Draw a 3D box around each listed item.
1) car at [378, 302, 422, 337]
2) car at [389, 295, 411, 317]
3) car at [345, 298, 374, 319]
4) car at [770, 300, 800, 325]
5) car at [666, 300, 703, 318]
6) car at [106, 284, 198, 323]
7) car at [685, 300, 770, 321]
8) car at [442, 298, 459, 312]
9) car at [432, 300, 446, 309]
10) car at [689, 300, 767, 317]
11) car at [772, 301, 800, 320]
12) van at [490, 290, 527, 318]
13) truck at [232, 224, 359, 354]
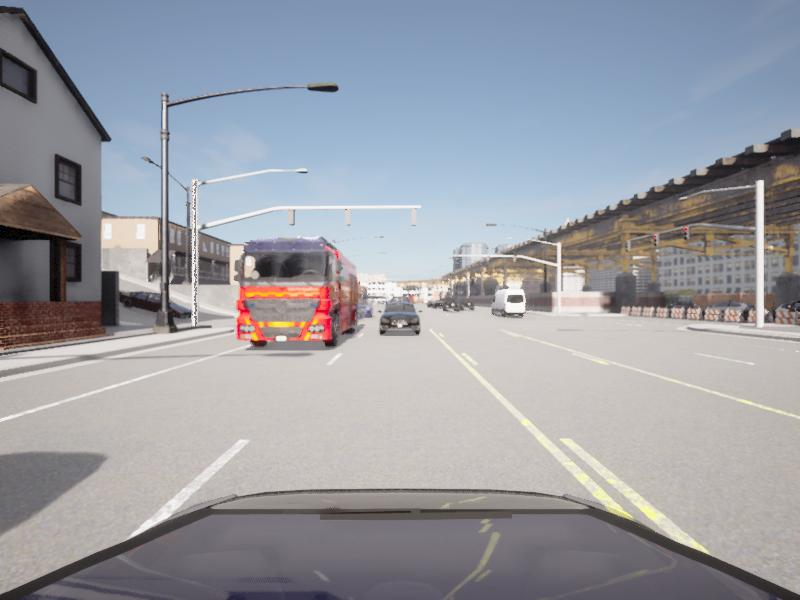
[{"bbox_3d":[0.001,0.854,19.401,1.837,1.490,4.892,0,-1,0],"label":"car"},{"bbox_3d":[-0.001,0.585,40.898,2.150,2.045,5.566,0,0,0],"label":"car"},{"bbox_3d":[-3.503,0.713,35.585,2.097,1.767,4.553,0,0,0],"label":"car"},{"bbox_3d":[27.234,0.807,27.121,2.038,1.542,4.974,0,0,29],"label":"car"},{"bbox_3d":[26.433,0.811,37.096,2.038,1.542,4.974,0,0,44],"label":"car"},{"bbox_3d":[-18.255,0.231,29.653,5.357,1.411,2.033,15,0,-2],"label":"car"},{"bbox_3d":[26.444,0.809,32.488,2.038,1.542,4.974,0,0,-36],"label":"car"},{"bbox_3d":[7.000,0.668,55.412,1.905,1.878,3.866,0,0,0],"label":"car"},{"bbox_3d":[6.999,0.799,72.031,1.930,1.638,5.238,0,0,0],"label":"car"},{"bbox_3d":[26.475,0.651,32.446,1.853,1.218,4.536,0,0,-36],"label":"car"},{"bbox_3d":[27.259,0.649,27.167,1.853,1.218,4.536,0,0,29],"label":"car"},{"bbox_3d":[10.502,0.338,39.238,1.988,2.561,5.915,0,0,0],"label":"van"},{"bbox_3d":[-3.507,-0.313,16.046,2.891,3.827,8.468,0,0,0],"label":"truck"}]
